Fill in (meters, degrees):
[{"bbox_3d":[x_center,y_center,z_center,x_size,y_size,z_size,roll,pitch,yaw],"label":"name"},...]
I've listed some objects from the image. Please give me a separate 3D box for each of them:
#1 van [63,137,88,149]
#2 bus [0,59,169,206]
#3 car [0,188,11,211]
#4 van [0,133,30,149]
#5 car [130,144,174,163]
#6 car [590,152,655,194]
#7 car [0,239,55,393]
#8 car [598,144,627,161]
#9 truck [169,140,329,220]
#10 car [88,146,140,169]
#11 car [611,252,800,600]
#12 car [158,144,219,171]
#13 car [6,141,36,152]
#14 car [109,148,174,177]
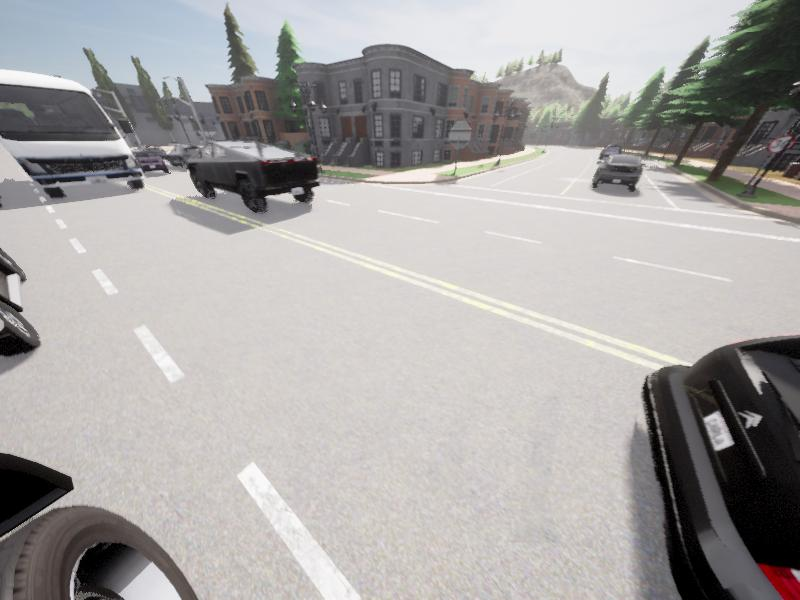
[{"bbox_3d":[-65.238,-31.635,46.445,4.442,1.987,1.775,22,41,28],"label":"van"},{"bbox_3d":[-16.936,-8.039,11.464,10.273,4.253,3.944,22,41,28],"label":"bus"},{"bbox_3d":[-16.319,-4.126,8.281,3.633,1.501,1.845,22,41,28],"label":"car"},{"bbox_3d":[-76.960,-31.669,46.001,6.366,2.431,2.351,22,41,28],"label":"van"},{"bbox_3d":[-26.137,-15.490,24.353,4.193,1.474,1.816,22,41,28],"label":"car"},{"bbox_3d":[12.248,-7.291,12.986,1.837,1.490,4.892,22,41,28],"label":"car"},{"bbox_3d":[-6.486,-0.262,2.590,4.605,1.855,1.932,22,41,28],"label":"car"},{"bbox_3d":[26.901,-18.863,29.402,2.033,1.649,4.856,21,40,27],"label":"car"},{"bbox_3d":[-6.102,-5.120,9.289,6.274,2.098,2.390,22,41,28],"label":"truck"},{"bbox_3d":[-25.060,-12.589,20.249,4.193,1.474,1.816,22,41,28],"label":"car"},{"bbox_3d":[3.426,1.429,0.517,3.988,1.617,1.851,22,41,28],"label":"car"},{"bbox_3d":[-18.066,-12.264,19.720,4.856,1.649,2.033,22,41,28],"label":"car"},{"bbox_3d":[-62.825,-25.488,38.257,5.357,1.411,2.033,22,41,28],"label":"car"},{"bbox_3d":[-18.441,-9.892,16.485,4.193,1.474,1.816,22,41,28],"label":"car"}]
